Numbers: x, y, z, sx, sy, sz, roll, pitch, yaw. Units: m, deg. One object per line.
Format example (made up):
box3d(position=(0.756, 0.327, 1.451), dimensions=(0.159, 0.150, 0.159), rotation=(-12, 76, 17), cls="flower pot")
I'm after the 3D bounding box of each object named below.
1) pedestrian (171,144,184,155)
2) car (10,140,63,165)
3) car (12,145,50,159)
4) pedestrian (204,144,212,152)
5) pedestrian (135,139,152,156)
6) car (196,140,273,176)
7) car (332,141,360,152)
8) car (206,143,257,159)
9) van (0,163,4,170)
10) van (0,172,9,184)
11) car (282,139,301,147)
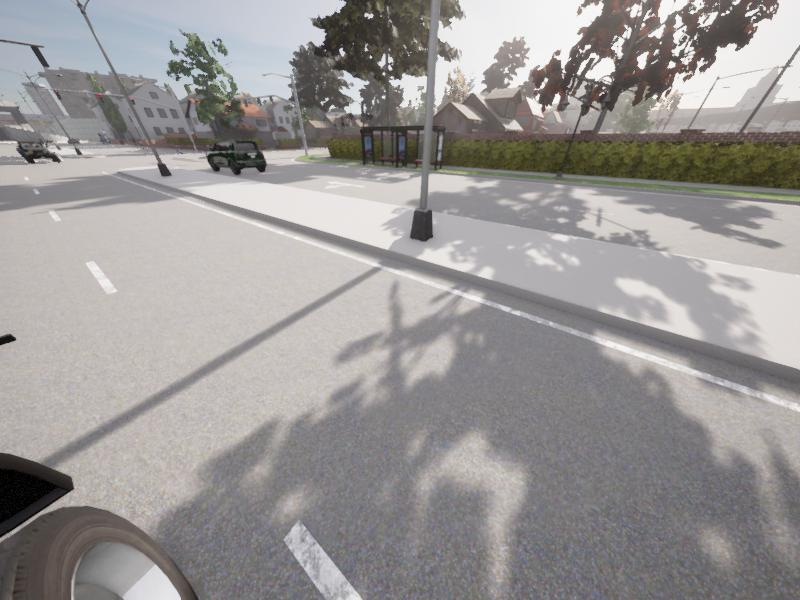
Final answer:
box3d(position=(-32.791, -22.247, 34.104), dimensions=(0.751, 1.300, 0.751), rotation=(22, 41, 28), cls="pedestrian")
box3d(position=(-35.323, -14.399, 22.474), dimensions=(3.866, 1.878, 1.905), rotation=(22, 41, 28), cls="car")
box3d(position=(-45.119, -18.126, 28.215), dimensions=(4.718, 1.301, 1.895), rotation=(22, 41, 28), cls="car")
box3d(position=(-31.934, -25.369, 38.466), dimensions=(0.500, 1.100, 0.500), rotation=(-2, 35, -3), cls="pedestrian")
box3d(position=(-35.094, -20.829, 31.589), dimensions=(0.751, 1.860, 0.751), rotation=(25, 42, 31), cls="pedestrian")
box3d(position=(-12.444, -10.810, 17.401), dimensions=(5.566, 2.045, 2.150), rotation=(22, 41, 28), cls="car")
box3d(position=(-10.183, -29.251, 43.950), dimensions=(1.930, 1.638, 5.238), rotation=(22, 41, 28), cls="car")
box3d(position=(-22.172, -19.754, 30.523), dimensions=(2.163, 1.488, 4.792), rotation=(27, 43, 32), cls="car")
box3d(position=(-34.292, -11.582, 18.358), dimensions=(4.480, 2.038, 2.069), rotation=(22, 40, 28), cls="van")
box3d(position=(-25.012, -7.772, 13.007), dimensions=(4.480, 2.038, 2.069), rotation=(20, 39, 25), cls="van")
box3d(position=(-25.689, -37.240, 54.735), dimensions=(3.806, 1.475, 1.970), rotation=(22, 41, 28), cls="car")
